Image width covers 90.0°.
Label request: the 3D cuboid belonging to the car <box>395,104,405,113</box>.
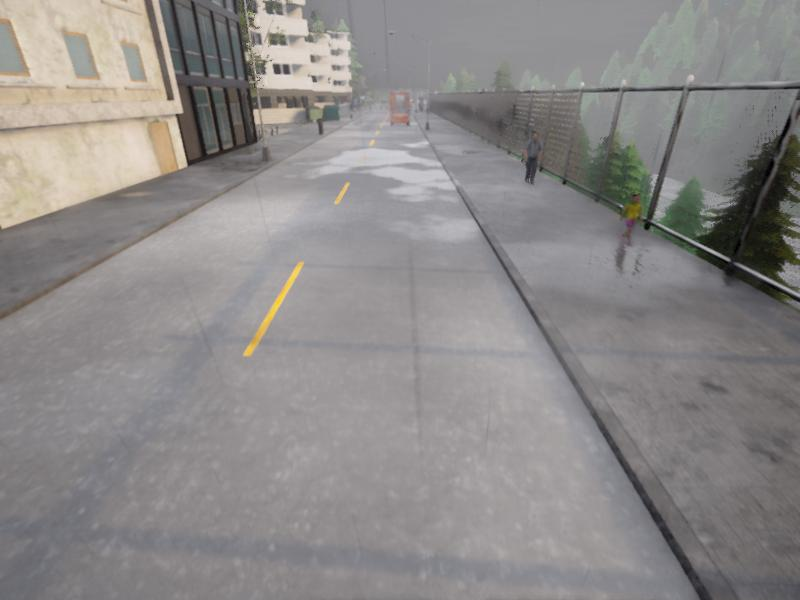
[{"bbox_3d":[0.000,-36.197,75.563,1.837,1.490,4.892,0,27,0],"label":"car"}]

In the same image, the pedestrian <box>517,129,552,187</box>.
[{"bbox_3d":[4.679,-4.983,14.047,0.751,1.860,0.751,1,27,2],"label":"pedestrian"}]

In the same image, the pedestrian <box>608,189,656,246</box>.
[{"bbox_3d":[4.978,-1.783,8.643,0.500,1.100,0.500,1,27,2],"label":"pedestrian"}]

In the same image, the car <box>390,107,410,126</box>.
[{"bbox_3d":[0.001,-20.565,44.769,2.097,1.767,4.553,0,27,0],"label":"car"}]

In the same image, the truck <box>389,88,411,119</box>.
[{"bbox_3d":[0.007,-29.141,59.260,2.891,3.827,8.468,0,27,0],"label":"truck"}]

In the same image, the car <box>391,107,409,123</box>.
[{"bbox_3d":[-0.003,-23.743,51.153,2.152,1.651,5.027,0,27,0],"label":"car"}]
